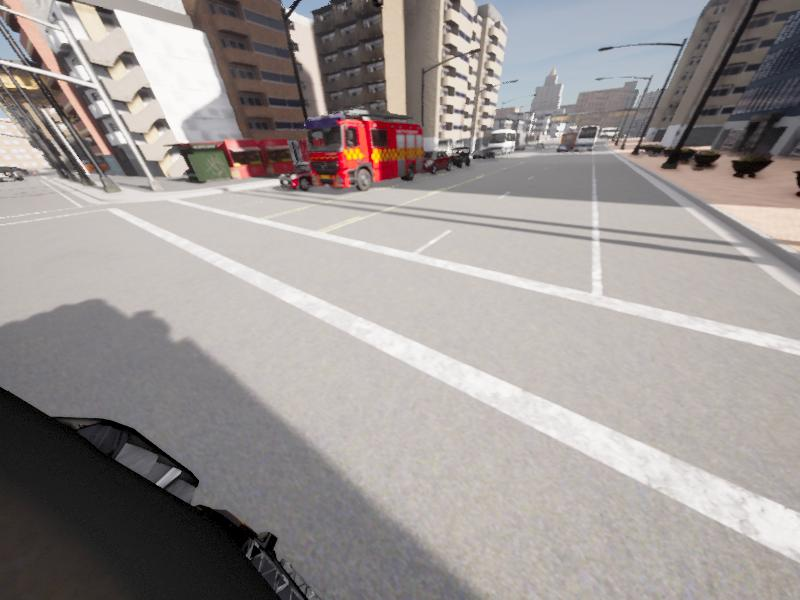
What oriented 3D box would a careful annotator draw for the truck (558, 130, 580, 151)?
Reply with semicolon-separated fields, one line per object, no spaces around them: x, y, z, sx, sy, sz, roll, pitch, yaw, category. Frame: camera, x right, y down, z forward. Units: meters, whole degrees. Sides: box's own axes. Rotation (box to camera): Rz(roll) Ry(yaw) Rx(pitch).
40.685;-38.423;55.549;2.891;3.827;8.468;19;41;29;truck

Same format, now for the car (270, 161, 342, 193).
-6.096;-8.356;15.489;1.970;1.475;3.806;19;39;29;car

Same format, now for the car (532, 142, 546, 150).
38.175;-42.311;63.401;2.242;1.667;4.611;19;41;29;car

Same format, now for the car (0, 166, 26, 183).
-56.236;-17.922;32.868;3.866;1.878;1.905;13;37;22;car

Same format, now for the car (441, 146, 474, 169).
6.273;-15.513;25.129;1.905;1.878;3.866;19;39;29;car

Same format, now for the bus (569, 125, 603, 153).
38.965;-33.747;48.450;3.944;4.253;10.273;19;40;29;bus

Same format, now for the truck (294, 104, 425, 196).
-1.758;-9.599;14.953;2.891;3.827;8.468;19;39;29;truck

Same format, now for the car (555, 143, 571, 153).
34.247;-31.936;48.458;2.033;1.649;4.856;19;40;29;car

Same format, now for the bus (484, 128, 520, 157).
20.920;-31.978;47.020;3.944;4.253;10.273;17;38;28;bus

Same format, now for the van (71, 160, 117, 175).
-54.657;-23.825;41.374;1.775;1.987;4.442;19;40;29;van

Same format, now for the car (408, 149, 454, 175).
2.887;-12.604;21.021;2.097;1.767;4.553;19;39;29;car

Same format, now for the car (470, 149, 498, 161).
12.893;-22.263;35.421;1.994;1.385;4.181;28;44;37;car
